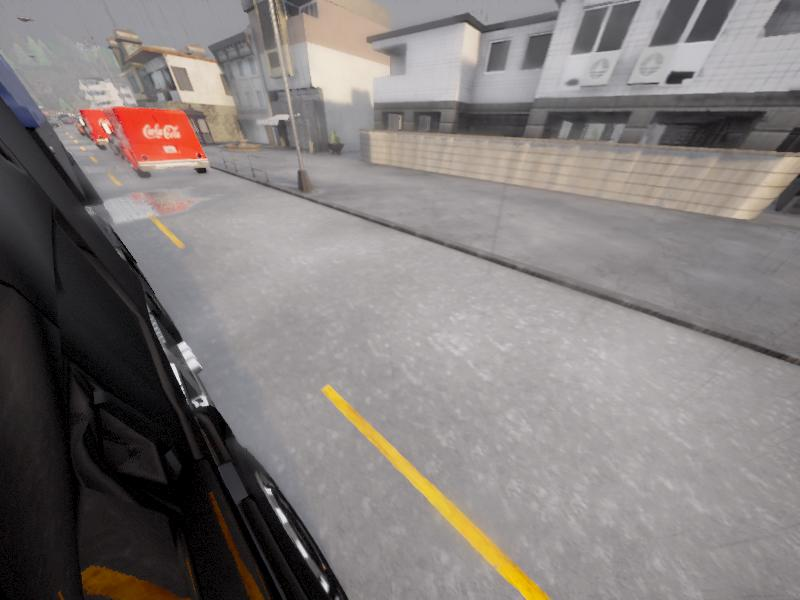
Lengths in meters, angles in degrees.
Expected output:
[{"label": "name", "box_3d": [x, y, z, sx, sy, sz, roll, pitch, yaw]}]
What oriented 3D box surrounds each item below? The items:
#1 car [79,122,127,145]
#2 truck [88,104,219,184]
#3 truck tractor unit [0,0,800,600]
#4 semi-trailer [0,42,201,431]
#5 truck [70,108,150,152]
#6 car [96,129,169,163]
[{"label": "car", "box_3d": [-28.695, -16.124, 22.308, 4.974, 1.542, 2.038, 28, 43, 30]}, {"label": "truck", "box_3d": [-11.471, -7.369, 10.801, 5.204, 2.467, 2.627, 28, 44, 30]}, {"label": "truck tractor unit", "box_3d": [-2.645, -0.295, 0.352, 6.516, 4.208, 3.053, 28, 44, 30]}, {"label": "semi-trailer", "box_3d": [-8.702, -3.586, 4.246, 14.254, 4.402, 2.717, 28, 44, 30]}, {"label": "truck", "box_3d": [-22.778, -13.372, 18.177, 5.204, 2.467, 2.627, 28, 43, 30]}, {"label": "car", "box_3d": [-17.263, -10.002, 14.890, 5.357, 1.411, 2.033, 28, 44, 30]}]
